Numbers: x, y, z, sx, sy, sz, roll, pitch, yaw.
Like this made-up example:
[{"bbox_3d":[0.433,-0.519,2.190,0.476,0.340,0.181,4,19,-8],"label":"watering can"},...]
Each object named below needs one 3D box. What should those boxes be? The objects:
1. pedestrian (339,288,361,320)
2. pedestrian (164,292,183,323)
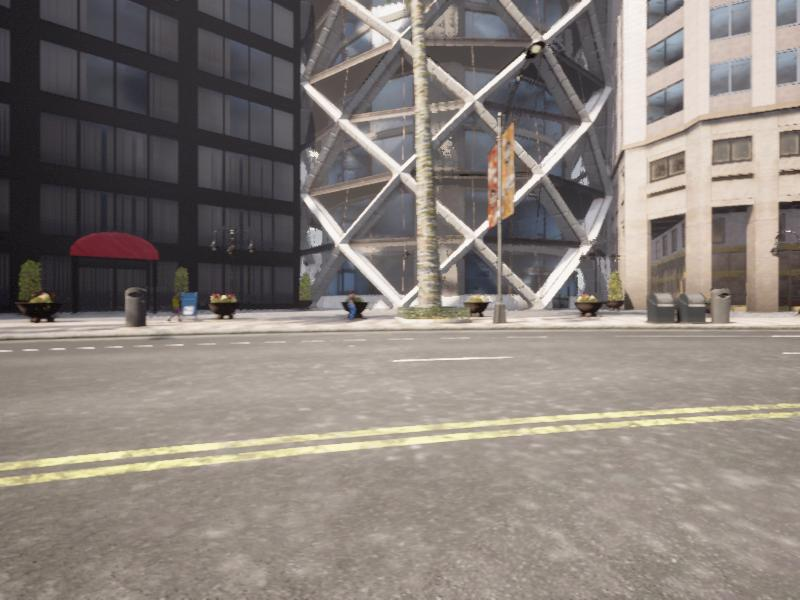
[{"bbox_3d":[-2.069,0.163,16.365,0.751,1.300,0.751,0,0,-19],"label":"pedestrian"},{"bbox_3d":[-8.275,0.263,14.628,0.500,1.100,0.500,0,0,-17],"label":"pedestrian"}]
